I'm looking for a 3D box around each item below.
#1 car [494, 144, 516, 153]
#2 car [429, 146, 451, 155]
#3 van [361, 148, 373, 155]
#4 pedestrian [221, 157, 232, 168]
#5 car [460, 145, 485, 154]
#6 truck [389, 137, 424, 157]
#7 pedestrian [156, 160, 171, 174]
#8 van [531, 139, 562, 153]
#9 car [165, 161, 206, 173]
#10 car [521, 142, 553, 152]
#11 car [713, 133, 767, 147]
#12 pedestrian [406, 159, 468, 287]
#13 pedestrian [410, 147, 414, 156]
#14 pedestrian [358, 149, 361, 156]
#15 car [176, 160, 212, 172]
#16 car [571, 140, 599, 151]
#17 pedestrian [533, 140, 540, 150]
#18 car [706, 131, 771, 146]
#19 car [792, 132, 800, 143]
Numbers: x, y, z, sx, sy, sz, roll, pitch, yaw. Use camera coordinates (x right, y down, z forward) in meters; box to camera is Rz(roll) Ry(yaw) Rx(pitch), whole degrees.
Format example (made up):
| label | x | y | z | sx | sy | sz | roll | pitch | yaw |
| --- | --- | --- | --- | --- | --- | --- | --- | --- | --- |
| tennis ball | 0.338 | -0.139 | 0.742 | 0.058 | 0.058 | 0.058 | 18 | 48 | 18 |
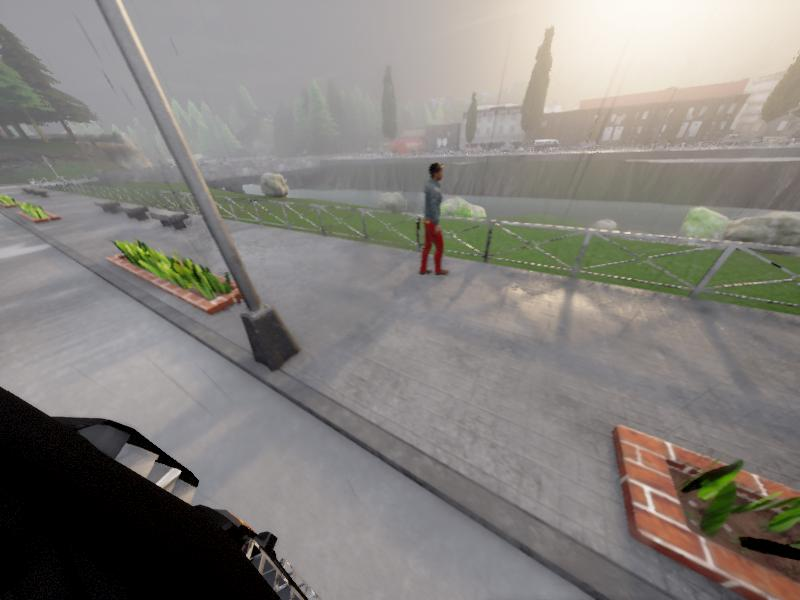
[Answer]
| label | x | y | z | sx | sy | sz | roll | pitch | yaw |
| --- | --- | --- | --- | --- | --- | --- | --- | --- | --- |
| car | 23.135 | -33.339 | 50.906 | 3.806 | 1.475 | 1.970 | 15 | 38 | 25 |
| car | 9.996 | -37.073 | 57.410 | 4.856 | 1.649 | 2.033 | 16 | 38 | 26 |
| van | -12.565 | -56.489 | 88.041 | 2.069 | 2.038 | 4.480 | 16 | 38 | 26 |
| pedestrian | -33.347 | -26.427 | 44.422 | 0.751 | 1.860 | 0.751 | 23 | 42 | 33 |
| car | 16.926 | -35.130 | 53.961 | 5.027 | 1.651 | 2.152 | 16 | 38 | 26 |
| truck | 1.704 | -40.283 | 60.906 | 8.468 | 3.827 | 2.891 | 16 | 38 | 26 |
| pedestrian | -37.398 | -20.927 | 36.476 | 0.751 | 1.860 | 0.751 | 16 | 38 | 26 |
| van | 28.142 | -29.632 | 44.426 | 4.480 | 2.038 | 2.069 | 16 | 38 | 26 |
| car | -39.486 | -24.584 | 42.664 | 2.038 | 1.542 | 4.974 | 16 | 37 | 26 |
| car | 28.520 | -31.910 | 48.182 | 5.238 | 1.638 | 1.930 | 16 | 38 | 26 |
| car | 49.629 | -23.418 | 33.887 | 3.806 | 1.475 | 1.970 | 16 | 38 | 26 |
| pedestrian | 0.538 | -1.246 | 3.875 | 0.751 | 1.860 | 0.751 | -4 | 34 | -2 |
| pedestrian | 3.045 | -36.611 | 57.031 | 0.751 | 1.860 | 0.751 | -13 | 35 | -15 |
| pedestrian | -13.435 | -48.779 | 76.430 | 0.751 | 1.860 | 0.751 | -20 | 37 | -24 |
| car | -41.423 | -27.105 | 46.608 | 2.242 | 1.667 | 4.611 | 16 | 38 | 26 |
| car | 35.660 | -29.851 | 44.669 | 3.806 | 1.475 | 1.970 | 16 | 38 | 26 |
| pedestrian | 31.474 | -35.746 | 53.310 | 0.751 | 1.860 | 0.751 | -29 | 41 | -33 |
| car | 52.624 | -25.181 | 36.151 | 5.238 | 1.638 | 1.930 | 16 | 38 | 26 |
| car | 60.267 | -23.052 | 32.358 | 4.856 | 1.649 | 2.033 | 16 | 38 | 26 |
